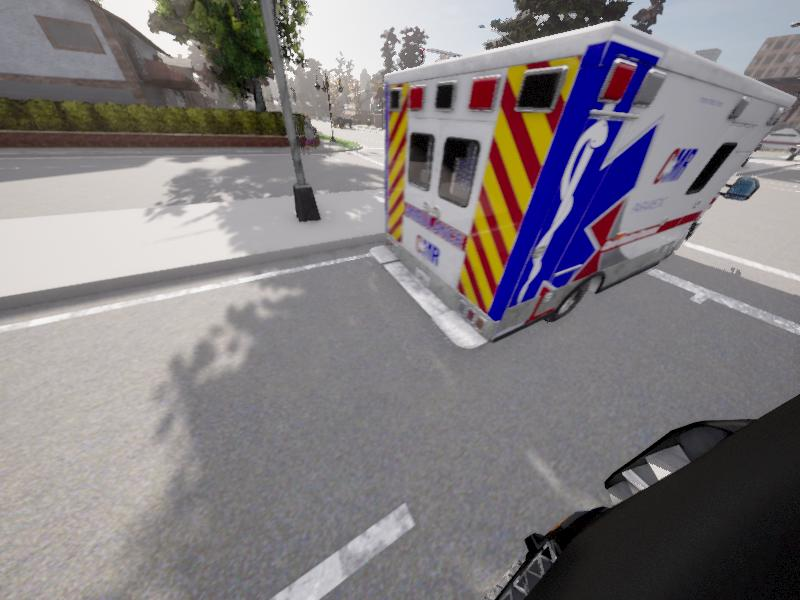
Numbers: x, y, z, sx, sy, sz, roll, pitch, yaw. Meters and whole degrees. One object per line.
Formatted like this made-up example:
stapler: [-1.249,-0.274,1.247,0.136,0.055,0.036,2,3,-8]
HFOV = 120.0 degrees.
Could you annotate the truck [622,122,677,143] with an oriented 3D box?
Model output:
truck: [63.773,-43.055,59.446,2.891,3.827,8.468,-17,42,-24]

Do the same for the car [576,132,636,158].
car: [19.331,-14.583,21.712,4.605,1.855,1.932,-16,42,-23]

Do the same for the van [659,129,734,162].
van: [29.525,-15.400,23.025,6.366,2.431,2.351,-17,42,-24]

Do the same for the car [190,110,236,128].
car: [-21.351,-20.850,26.592,3.806,1.475,1.970,-17,42,-23]

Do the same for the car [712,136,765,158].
car: [42.931,-19.348,29.298,5.566,2.045,2.150,-17,42,-24]

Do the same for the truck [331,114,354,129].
truck: [-11.453,-35.362,45.783,2.390,2.098,6.274,-17,43,-24]

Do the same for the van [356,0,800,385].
van: [2.849,-1.608,3.619,6.366,2.431,2.351,-17,42,-23]

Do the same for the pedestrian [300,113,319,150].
pedestrian: [-5.924,-10.989,15.111,0.751,1.860,0.751,-12,41,-18]

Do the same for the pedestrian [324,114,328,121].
pedestrian: [-24.672,-60.847,76.987,0.751,1.860,0.751,-17,43,-24]

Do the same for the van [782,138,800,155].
van: [73.416,-26.643,40.393,2.351,2.431,6.366,-17,42,-24]

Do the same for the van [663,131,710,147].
van: [64.895,-36.689,52.446,1.988,2.561,5.915,-17,42,-24]

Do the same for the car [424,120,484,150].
car: [5.097,-16.429,22.923,2.150,2.045,5.566,-24,45,-29]

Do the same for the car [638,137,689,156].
car: [30.769,-17.937,26.988,5.027,1.651,2.152,-17,42,-24]

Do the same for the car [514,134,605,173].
car: [9.792,-9.056,14.221,4.856,1.649,2.033,-17,42,-24]
